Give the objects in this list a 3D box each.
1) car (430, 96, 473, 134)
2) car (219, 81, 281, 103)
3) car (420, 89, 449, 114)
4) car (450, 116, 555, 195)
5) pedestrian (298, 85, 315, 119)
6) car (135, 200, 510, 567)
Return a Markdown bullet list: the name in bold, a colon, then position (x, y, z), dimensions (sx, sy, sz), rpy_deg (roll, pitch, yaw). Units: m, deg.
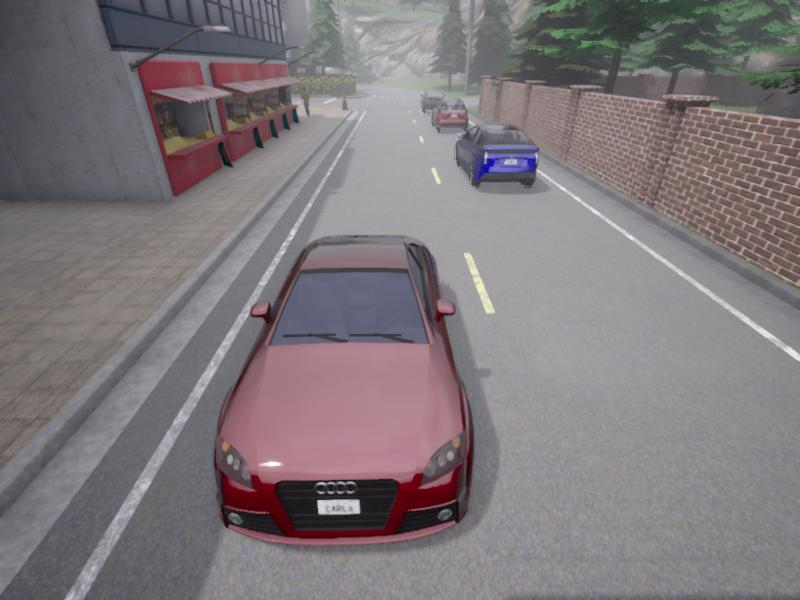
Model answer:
- **car**: position (2.721, -10.251, 22.038), dimensions (1.789, 1.549, 3.705), rpy_deg (0, 31, -1)
- **car**: position (-13.537, -18.931, 36.435), dimensions (4.611, 1.667, 2.242), rpy_deg (-1, 30, -2)
- **car**: position (2.598, -15.447, 31.040), dimensions (1.812, 1.442, 4.674), rpy_deg (0, 30, 0)
- **car**: position (2.905, -4.660, 12.486), dimensions (2.007, 1.525, 4.514), rpy_deg (0, 30, -1)
- **pedestrian**: position (-5.816, -12.355, 24.961), dimensions (0.751, 1.860, 0.751), rpy_deg (-4, 31, -7)
- **car**: position (-0.446, 0.219, 4.287), dimensions (1.994, 1.385, 4.181), rpy_deg (-1, 30, -1)
